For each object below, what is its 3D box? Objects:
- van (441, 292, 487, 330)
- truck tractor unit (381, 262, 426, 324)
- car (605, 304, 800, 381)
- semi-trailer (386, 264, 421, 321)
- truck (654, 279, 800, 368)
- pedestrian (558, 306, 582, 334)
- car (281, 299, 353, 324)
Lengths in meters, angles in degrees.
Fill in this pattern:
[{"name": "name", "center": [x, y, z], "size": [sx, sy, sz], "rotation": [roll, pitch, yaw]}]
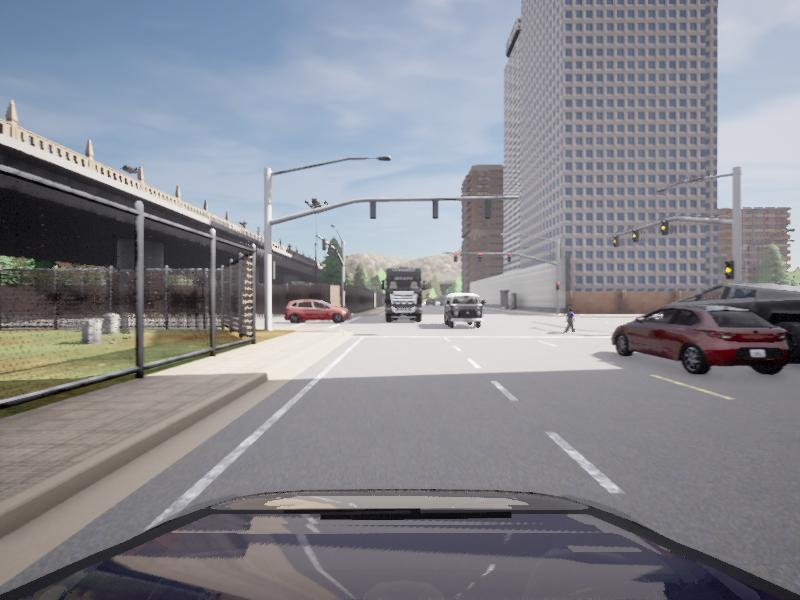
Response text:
[{"name": "van", "center": [3.714, 0.609, 24.082], "size": [2.069, 2.038, 4.480], "rotation": [0, 0, 0]}, {"name": "truck tractor unit", "center": [0.285, -0.486, 30.343], "size": [3.053, 4.208, 6.516], "rotation": [0, 0, 1]}, {"name": "car", "center": [7.098, 0.856, 9.984], "size": [1.816, 1.474, 4.193], "rotation": [0, 0, 0]}, {"name": "semi-trailer", "center": [0.347, -0.598, 38.253], "size": [2.717, 4.402, 14.254], "rotation": [0, 0, 0]}, {"name": "truck", "center": [10.614, 0.545, 11.750], "size": [2.390, 2.098, 6.274], "rotation": [0, 0, 1]}, {"name": "pedestrian", "center": [8.128, 0.936, 19.119], "size": [0.751, 1.300, 0.751], "rotation": [0, 0, -15]}, {"name": "car", "center": [-5.787, 0.806, 28.456], "size": [4.611, 1.667, 2.242], "rotation": [0, 0, 0]}]
